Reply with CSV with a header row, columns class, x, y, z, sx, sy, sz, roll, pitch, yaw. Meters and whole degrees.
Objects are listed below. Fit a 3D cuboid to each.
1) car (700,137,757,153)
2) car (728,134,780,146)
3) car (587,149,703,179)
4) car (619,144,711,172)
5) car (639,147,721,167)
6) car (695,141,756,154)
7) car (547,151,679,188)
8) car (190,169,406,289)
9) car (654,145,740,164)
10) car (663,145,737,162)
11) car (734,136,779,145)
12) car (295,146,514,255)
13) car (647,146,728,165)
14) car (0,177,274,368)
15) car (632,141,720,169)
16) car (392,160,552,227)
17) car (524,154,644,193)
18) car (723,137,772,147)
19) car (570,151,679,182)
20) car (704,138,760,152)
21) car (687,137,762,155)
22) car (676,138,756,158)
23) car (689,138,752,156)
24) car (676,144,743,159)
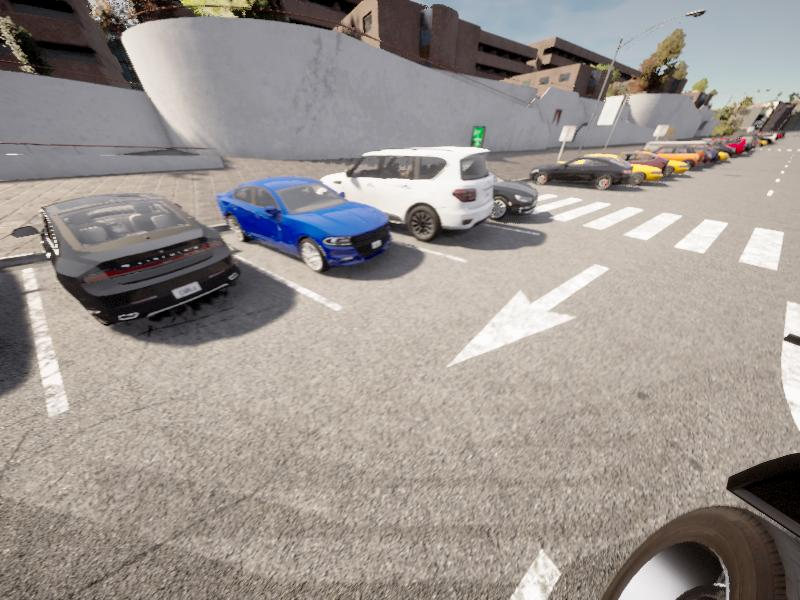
class,x,y,z,sx,sy,sz,roll,pitch,yaw
car,51.141,-24.256,36.164,4.442,1.987,1.878,21,41,29
car,78.285,-35.484,51.305,5.566,2.045,2.435,21,40,29
car,17.173,-9.947,16.722,5.366,1.575,1.946,21,40,29
car,21.931,-12.060,19.527,4.553,1.767,2.185,21,40,28
car,26.800,-13.910,22.427,4.674,1.452,2.002,21,40,29
car,48.803,-23.016,34.859,4.892,1.521,2.231,21,41,29
car,12.286,-7.987,13.917,5.366,1.575,1.946,21,40,28
car,-2.525,-2.123,5.630,5.008,1.535,2.097,21,40,29
car,31.844,-15.886,25.106,5.366,1.575,1.946,21,40,29
car,34.160,-16.909,26.585,4.792,1.488,2.163,21,40,29
car,83.333,-37.306,54.121,5.366,1.575,1.946,21,41,29
car,-0.111,-3.326,6.886,5.566,2.045,2.435,21,40,29
car,29.217,-14.922,23.831,4.792,1.488,2.163,21,40,29
car,-4.963,-1.121,4.229,4.892,1.521,2.231,21,40,29
car,24.454,-13.107,20.836,4.442,1.987,1.878,21,40,29
car,2.360,-4.106,8.423,4.892,1.521,2.231,21,40,28
car,9.692,-7.025,12.625,4.674,1.452,2.002,21,40,29
car,73.187,-33.286,48.776,5.366,1.575,1.946,21,41,29
car,14.551,-9.006,15.437,4.792,1.488,2.163,21,40,28
car,53.708,-25.144,37.528,4.553,1.767,2.185,21,41,29
car,46.378,-22.203,33.331,5.566,2.045,2.435,21,40,29
car,41.437,-20.185,30.597,5.566,2.045,2.435,21,41,29
car,44.007,-21.138,31.926,4.442,1.987,1.878,21,40,29
car,39.026,-18.925,29.368,4.674,1.452,2.002,21,41,29
